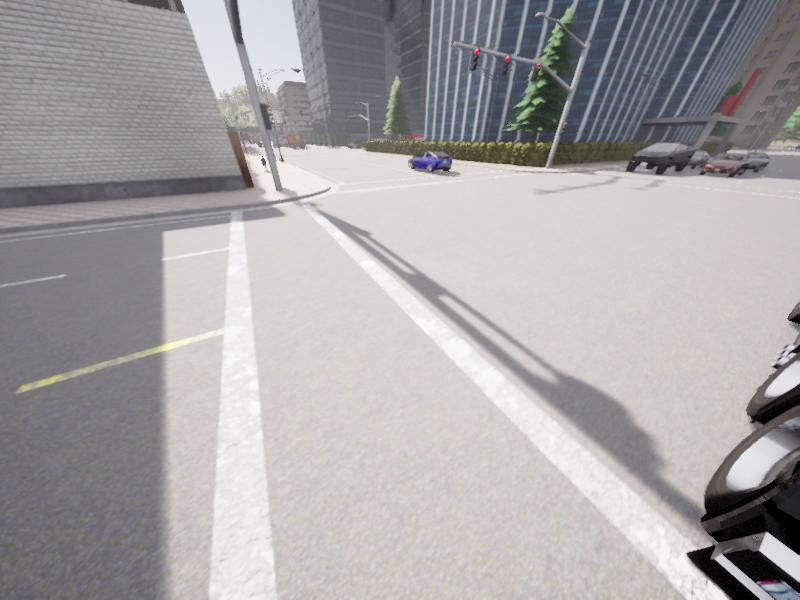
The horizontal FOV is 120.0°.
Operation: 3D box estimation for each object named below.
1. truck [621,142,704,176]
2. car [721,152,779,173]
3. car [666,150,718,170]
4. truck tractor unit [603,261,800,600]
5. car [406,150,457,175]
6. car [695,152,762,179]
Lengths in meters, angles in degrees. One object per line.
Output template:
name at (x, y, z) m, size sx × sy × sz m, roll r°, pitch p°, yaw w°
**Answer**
truck at (22.008, -11.927, 19.376) m, size 6.274 × 2.098 × 2.390 m, roll -18°, pitch 39°, yaw -24°
car at (31.370, -12.390, 20.730) m, size 4.181 × 1.385 × 1.994 m, roll -19°, pitch 39°, yaw -25°
car at (28.814, -13.888, 22.799) m, size 4.674 × 1.442 × 1.812 m, roll -18°, pitch 39°, yaw -24°
truck tractor unit at (5.104, -0.307, 0.789) m, size 6.516 × 4.208 × 3.053 m, roll -19°, pitch 39°, yaw -24°
car at (2.534, -11.894, 19.816) m, size 2.007 × 1.525 × 4.514 m, roll -17°, pitch 39°, yaw -23°
car at (25.313, -10.442, 17.810) m, size 4.193 × 1.474 × 1.816 m, roll -18°, pitch 39°, yaw -24°
